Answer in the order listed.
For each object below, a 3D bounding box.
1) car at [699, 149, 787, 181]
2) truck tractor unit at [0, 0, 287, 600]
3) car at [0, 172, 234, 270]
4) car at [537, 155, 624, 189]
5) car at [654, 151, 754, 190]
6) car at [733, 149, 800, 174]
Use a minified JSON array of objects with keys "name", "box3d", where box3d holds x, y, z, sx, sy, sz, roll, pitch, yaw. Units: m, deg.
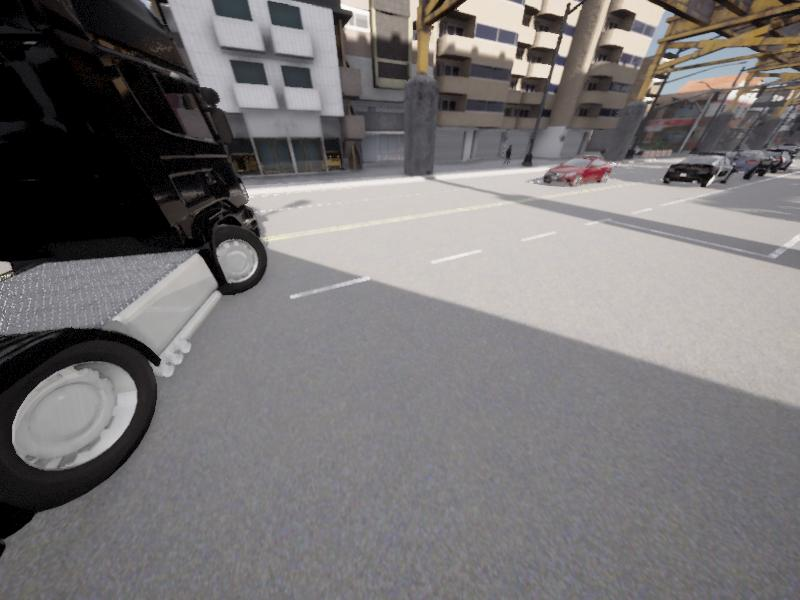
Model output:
[{"name":"car","box3d":[24.547,-9.781,16.572,5.027,1.651,2.152,-17,38,-22]},{"name":"truck tractor unit","box3d":[-3.801,-0.815,1.579,3.053,4.208,6.516,-7,35,-7]},{"name":"car","box3d":[-7.590,-2.327,6.183,4.792,1.488,2.163,-17,38,-22]},{"name":"car","box3d":[10.997,-7.895,14.116,4.674,1.442,1.812,-17,38,-22]},{"name":"car","box3d":[18.305,-7.929,13.928,5.238,1.638,1.930,-17,38,-22]},{"name":"car","box3d":[30.824,-11.644,19.295,4.974,1.542,2.038,-17,38,-22]}]
